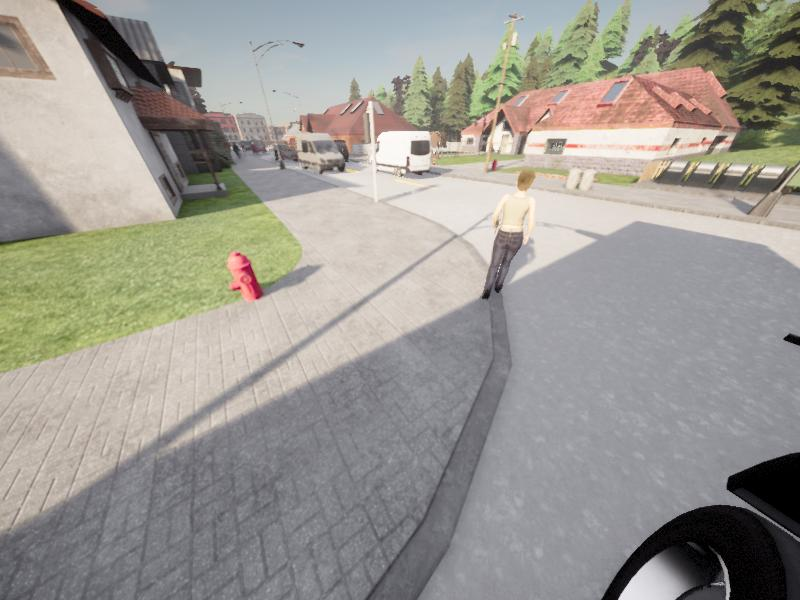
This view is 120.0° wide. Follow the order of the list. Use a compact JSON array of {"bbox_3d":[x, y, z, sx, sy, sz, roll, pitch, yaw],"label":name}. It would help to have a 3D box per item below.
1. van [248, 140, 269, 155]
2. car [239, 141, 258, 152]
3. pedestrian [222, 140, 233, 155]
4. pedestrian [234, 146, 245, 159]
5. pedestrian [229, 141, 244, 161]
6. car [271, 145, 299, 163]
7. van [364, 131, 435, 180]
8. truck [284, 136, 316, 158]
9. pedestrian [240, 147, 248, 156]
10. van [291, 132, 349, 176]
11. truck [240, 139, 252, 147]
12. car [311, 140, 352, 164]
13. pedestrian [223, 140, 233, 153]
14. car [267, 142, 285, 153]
[{"bbox_3d":[-23.635,-25.528,38.579,1.775,1.987,4.442,-23,41,-29],"label":"van"},{"bbox_3d":[-30.794,-31.264,47.040,2.242,1.667,4.611,-23,41,-29],"label":"car"},{"bbox_3d":[-26.474,-23.410,35.480,0.751,1.860,0.751,-22,41,-28],"label":"pedestrian"},{"bbox_3d":[-20.216,-18.610,29.110,0.751,1.300,0.751,-18,39,-23],"label":"pedestrian"},{"bbox_3d":[-18.484,-16.851,26.117,0.751,1.860,0.751,-26,43,-32],"label":"pedestrian"},{"bbox_3d":[-13.269,-16.848,26.566,1.789,1.549,3.705,-23,41,-28],"label":"car"},{"bbox_3d":[-0.271,-10.504,16.615,1.988,2.561,5.915,-21,40,-27],"label":"van"},{"bbox_3d":[-14.392,-22.029,33.142,2.627,2.467,5.204,-21,41,-26],"label":"truck"},{"bbox_3d":[-23.024,-21.991,34.102,0.500,1.100,0.500,-28,43,-33],"label":"pedestrian"},{"bbox_3d":[-6.398,-11.604,18.218,1.988,2.561,5.915,-23,41,-28],"label":"van"},{"bbox_3d":[-51.403,-52.346,77.046,2.390,2.098,6.274,-22,41,-28],"label":"truck"},{"bbox_3d":[-7.554,-16.289,25.298,2.150,2.045,5.566,-22,40,-28],"label":"car"},{"bbox_3d":[-30.668,-27.500,41.313,0.751,1.860,0.751,-15,38,-20],"label":"pedestrian"},{"bbox_3d":[-24.258,-29.791,45.026,2.038,1.542,4.974,-21,40,-26],"label":"car"}]
